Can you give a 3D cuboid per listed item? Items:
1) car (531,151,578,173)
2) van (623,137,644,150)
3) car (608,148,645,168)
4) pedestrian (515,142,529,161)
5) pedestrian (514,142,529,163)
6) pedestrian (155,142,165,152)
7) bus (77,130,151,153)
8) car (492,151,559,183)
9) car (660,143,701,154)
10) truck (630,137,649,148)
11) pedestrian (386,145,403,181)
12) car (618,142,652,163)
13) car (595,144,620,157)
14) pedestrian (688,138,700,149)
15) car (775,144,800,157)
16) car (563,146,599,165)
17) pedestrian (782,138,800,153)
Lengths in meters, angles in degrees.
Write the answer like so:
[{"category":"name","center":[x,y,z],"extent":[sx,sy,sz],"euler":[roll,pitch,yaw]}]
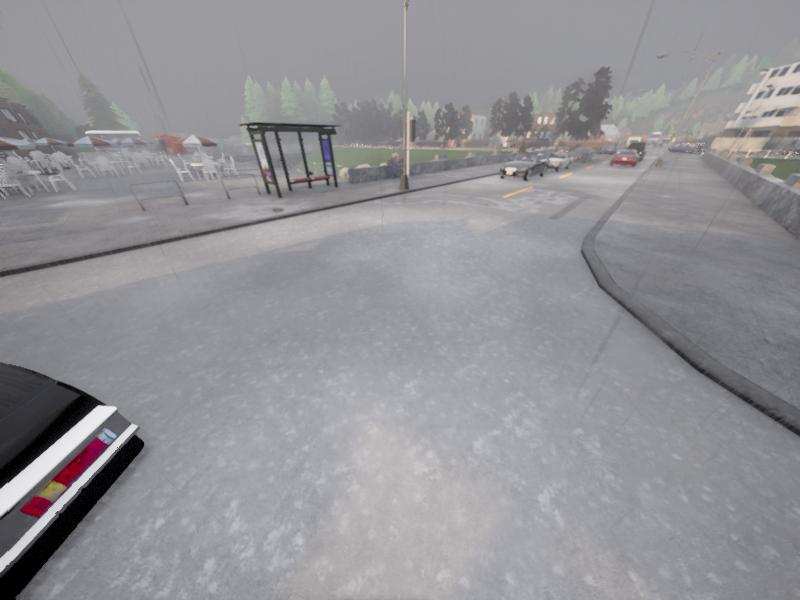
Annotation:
[{"category":"car","center":[13.486,-12.089,20.098],"extent":[1.895,1.301,4.718],"euler":[29,44,35]},{"category":"van","center":[55.669,-37.404,55.077],"extent":[2.351,2.431,6.366],"euler":[29,44,35]},{"category":"car","center":[22.374,-14.067,22.797],"extent":[1.994,1.385,4.181],"euler":[27,43,34]},{"category":"pedestrian","center":[13.860,-16.920,26.309],"extent":[0.751,1.860,0.751],"euler":[-29,44,-35]},{"category":"pedestrian","center":[13.035,-15.887,24.833],"extent":[0.751,1.860,0.751],"euler":[-24,41,-30]},{"category":"pedestrian","center":[-55.517,-35.367,53.408],"extent":[0.751,1.860,0.751],"euler":[-11,36,-15]},{"category":"bus","center":[-68.988,-38.584,56.222],"extent":[3.944,4.253,10.273],"euler":[29,44,35]},{"category":"car","center":[8.699,-9.280,15.920],"extent":[4.902,1.511,2.128],"euler":[-30,44,-35]},{"category":"car","center":[47.699,-25.789,39.308],"extent":[1.970,1.475,3.806],"euler":[-17,38,-23]},{"category":"truck","center":[67.036,-44.117,64.575],"extent":[2.627,2.467,5.204],"euler":[29,44,35]},{"category":"pedestrian","center":[-0.326,-8.583,14.465],"extent":[0.751,1.860,0.751],"euler":[29,44,35]},{"category":"car","center":[27.353,-17.229,26.835],"extent":[1.905,1.878,3.866],"euler":[29,44,35]},{"category":"car","center":[32.638,-23.561,36.311],"extent":[2.033,1.411,5.357],"euler":[27,43,34]},{"category":"pedestrian","center":[61.699,-32.799,48.489],"extent":[0.751,1.860,0.751],"euler":[29,44,35]},{"category":"car","center":[55.980,-20.328,31.386],"extent":[4.892,1.490,1.837],"euler":[29,44,35]},{"category":"car","center":[20.155,-16.100,25.624],"extent":[1.837,1.490,4.892],"euler":[29,44,35]},{"category":"pedestrian","center":[59.591,-23.442,35.077],"extent":[0.751,1.860,0.751],"euler":[28,44,34]}]
